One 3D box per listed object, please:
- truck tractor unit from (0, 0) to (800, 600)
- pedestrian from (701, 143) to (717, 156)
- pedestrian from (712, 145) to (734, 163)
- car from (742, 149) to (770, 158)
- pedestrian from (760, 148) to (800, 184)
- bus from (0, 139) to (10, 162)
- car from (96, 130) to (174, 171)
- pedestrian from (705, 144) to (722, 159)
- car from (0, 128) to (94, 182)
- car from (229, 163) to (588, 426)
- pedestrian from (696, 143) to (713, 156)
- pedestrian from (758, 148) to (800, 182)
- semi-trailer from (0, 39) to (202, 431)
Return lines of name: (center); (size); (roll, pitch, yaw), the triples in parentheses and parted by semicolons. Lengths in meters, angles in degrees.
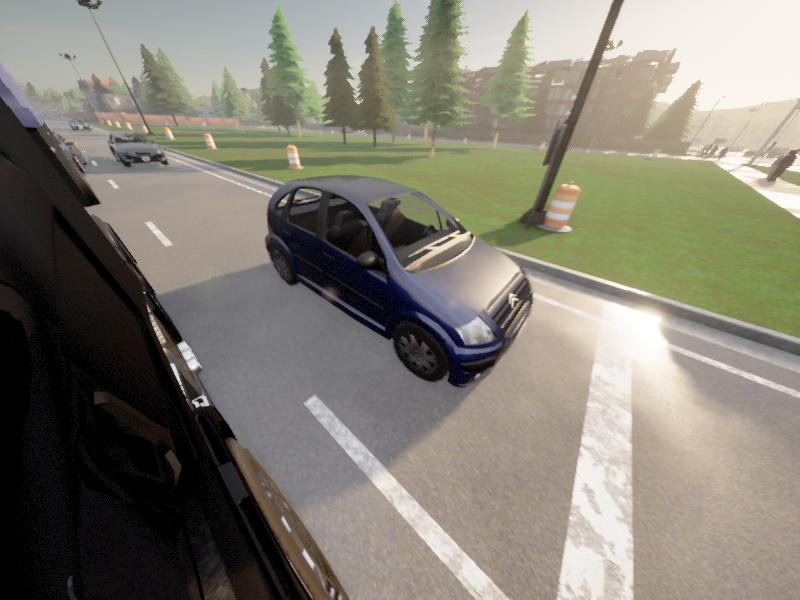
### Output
truck tractor unit: (-2.645, -0.295, 0.351); (6.516, 4.208, 3.053); (28, 44, 30)
pedestrian: (53.726, -26.201, 40.192); (0.751, 1.860, 0.751); (-23, 44, -30)
pedestrian: (42.311, -19.145, 30.292); (0.751, 1.860, 0.751); (29, 44, 31)
car: (73.474, -30.377, 47.751); (1.895, 1.301, 4.718); (28, 44, 30)
pedestrian: (24.199, -8.424, 14.559); (0.751, 1.860, 0.751); (-27, 46, -33)
bus: (-23.109, -8.611, 10.226); (10.273, 4.253, 3.944); (28, 44, 30)
car: (-14.439, -8.226, 12.560); (4.193, 1.474, 1.816); (28, 44, 30)
pedestrian: (49.705, -23.548, 36.641); (0.751, 1.860, 0.751); (30, 45, 32)
car: (-15.839, -6.617, 10.288); (2.128, 1.511, 4.902); (-30, 47, -36)
car: (-0.252, -0.705, 3.229); (3.988, 1.617, 1.851); (28, 44, 30)
pedestrian: (53.587, -26.569, 40.677); (0.751, 1.860, 0.751); (-6, 38, -11)
pedestrian: (25.689, -9.128, 15.594); (0.751, 1.860, 0.751); (-28, 46, -34)
semi-trailer: (-8.726, -3.578, 4.212); (14.254, 4.402, 2.717); (28, 43, 30)
